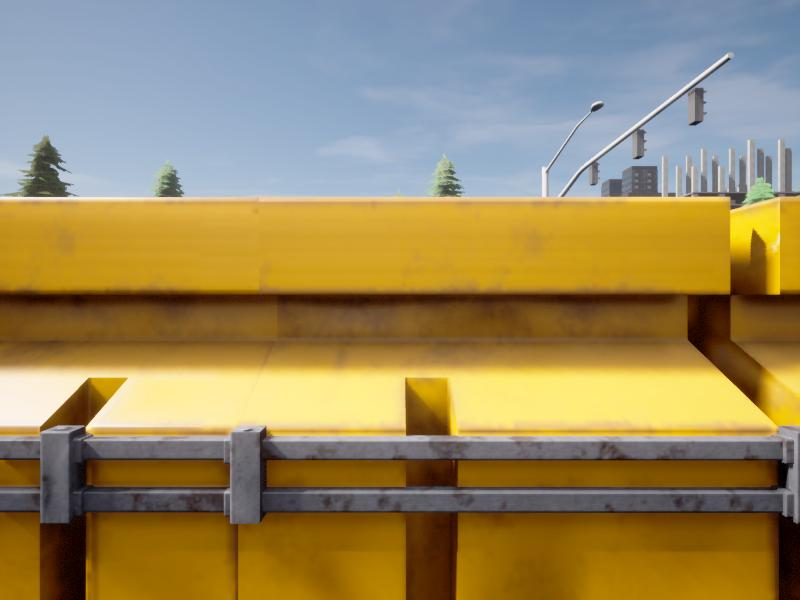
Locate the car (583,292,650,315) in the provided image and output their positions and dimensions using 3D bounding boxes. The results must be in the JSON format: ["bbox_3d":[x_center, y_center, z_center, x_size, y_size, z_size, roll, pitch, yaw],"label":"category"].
[{"bbox_3d":[14.937,0.233,27.992,2.128,1.511,4.902,0,0,2],"label":"car"}]

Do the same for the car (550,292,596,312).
[{"bbox_3d":[15.170,0.168,35.364,1.930,1.638,5.238,0,0,2],"label":"car"}]

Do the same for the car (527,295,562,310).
[{"bbox_3d":[15.410,0.223,42.973,2.038,1.542,4.974,0,0,2],"label":"car"}]

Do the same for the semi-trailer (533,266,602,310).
[{"bbox_3d":[19.115,-1.221,47.057,2.717,4.402,14.254,0,0,2],"label":"semi-trailer"}]

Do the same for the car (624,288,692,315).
[{"bbox_3d":[18.474,0.091,28.975,2.097,1.767,4.553,0,0,2],"label":"car"}]

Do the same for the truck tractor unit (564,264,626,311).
[{"bbox_3d":[18.798,-1.119,39.151,3.053,4.208,6.516,0,0,2],"label":"truck tractor unit"}]
